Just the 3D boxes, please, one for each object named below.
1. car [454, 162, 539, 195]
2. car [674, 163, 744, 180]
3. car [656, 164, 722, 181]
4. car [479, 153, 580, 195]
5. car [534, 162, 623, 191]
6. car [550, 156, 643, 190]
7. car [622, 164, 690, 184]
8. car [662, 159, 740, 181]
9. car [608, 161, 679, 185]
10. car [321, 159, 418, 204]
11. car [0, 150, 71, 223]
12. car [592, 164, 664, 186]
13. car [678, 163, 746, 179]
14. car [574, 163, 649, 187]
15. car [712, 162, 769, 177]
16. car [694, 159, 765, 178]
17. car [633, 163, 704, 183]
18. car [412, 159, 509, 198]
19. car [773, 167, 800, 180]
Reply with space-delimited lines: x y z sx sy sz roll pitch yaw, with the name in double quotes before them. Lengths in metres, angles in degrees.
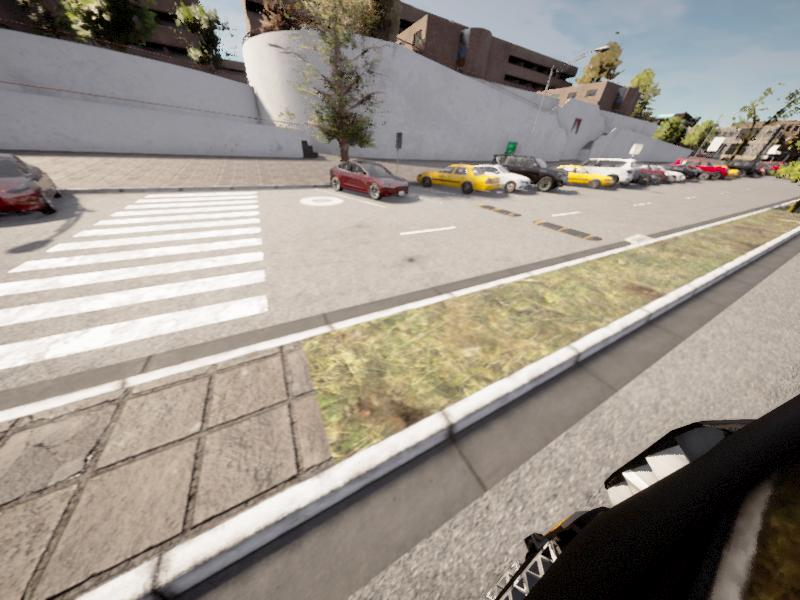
"car" 6.292 -8.261 15.516 4.674 1.452 2.002 28 41 33
"car" 41.045 -17.303 30.980 5.366 1.575 1.946 28 41 34
"car" 35.606 -15.923 28.701 4.792 1.488 2.163 28 41 34
"car" 8.993 -9.169 16.556 5.566 2.045 2.435 28 41 33
"car" 14.419 -10.270 19.021 5.366 1.575 1.946 28 41 33
"car" 16.931 -11.249 20.205 5.566 2.045 2.435 28 41 34
"car" 27.595 -13.798 25.147 4.674 1.452 2.002 28 41 34
"car" 38.275 -16.866 29.741 5.566 2.045 2.435 28 41 34
"car" 24.917 -13.243 23.878 4.553 1.767 2.185 28 41 34
"car" -1.667 -6.240 11.841 4.792 1.488 2.163 28 40 33
"car" -12.308 -3.560 6.968 4.792 1.488 2.163 28 40 33
"car" 22.274 -12.389 22.759 4.674 1.452 2.002 28 41 34
"car" 43.426 -18.149 32.377 5.366 1.575 1.946 28 42 34
"car" 19.582 -11.709 21.560 4.792 1.488 2.163 28 41 34
"car" 54.234 -20.965 36.981 4.553 1.767 2.185 28 41 34
"car" 48.868 -19.697 34.543 5.566 2.045 2.435 28 42 34
"car" 30.262 -14.534 26.310 5.008 1.535 2.097 28 42 34
"car" 3.493 -7.689 14.371 5.366 1.575 1.946 28 41 33
"car" 57.264 -18.470 33.715 4.892 1.490 1.837 -15 38 -24
